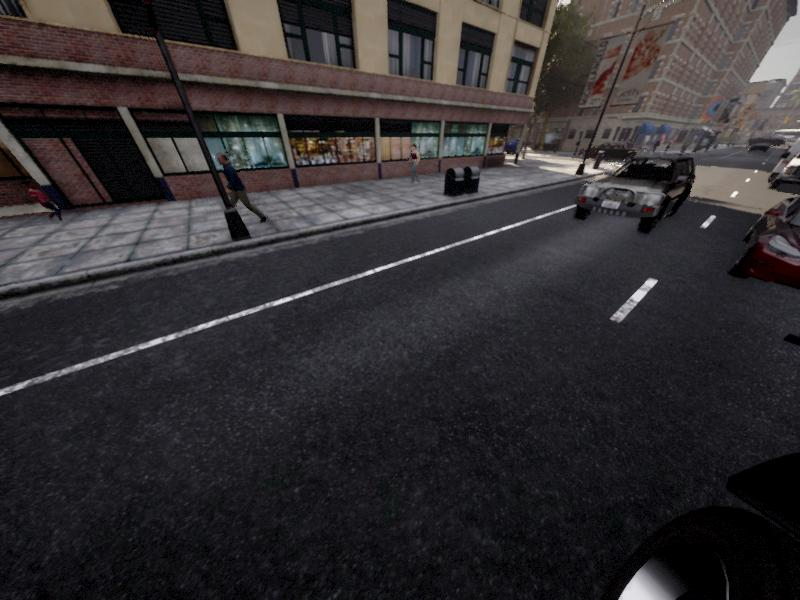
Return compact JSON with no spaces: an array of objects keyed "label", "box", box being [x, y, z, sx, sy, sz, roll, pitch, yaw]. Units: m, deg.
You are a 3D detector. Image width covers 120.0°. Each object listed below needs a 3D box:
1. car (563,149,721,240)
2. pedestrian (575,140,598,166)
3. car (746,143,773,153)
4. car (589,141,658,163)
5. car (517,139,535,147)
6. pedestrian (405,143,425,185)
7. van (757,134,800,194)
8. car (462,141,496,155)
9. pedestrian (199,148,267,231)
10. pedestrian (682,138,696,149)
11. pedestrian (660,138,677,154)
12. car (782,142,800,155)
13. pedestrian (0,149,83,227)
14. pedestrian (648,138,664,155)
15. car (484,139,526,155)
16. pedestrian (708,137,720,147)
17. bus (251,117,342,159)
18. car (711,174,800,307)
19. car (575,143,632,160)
[{"label":"car","box":[7.663,-3.577,7.327,4.605,1.855,1.932,-23,41,-29]},{"label":"pedestrian","box":[16.280,-12.889,20.216,0.751,1.860,0.751,-23,41,-29]},{"label":"car","box":[60.421,-25.571,38.760,4.718,1.301,1.895,-23,41,-29]},{"label":"car","box":[23.542,-15.842,24.666,1.932,1.855,4.605,-14,37,-20]},{"label":"car","box":[36.234,-45.093,66.347,5.238,1.638,1.930,-23,41,-29]},{"label":"pedestrian","box":[0.757,-7.117,12.107,0.751,1.860,0.751,-16,38,-21]},{"label":"van","box":[21.371,-7.087,11.758,6.366,2.431,2.351,-23,41,-29]},{"label":"car","box":[12.637,-24.590,37.225,4.553,1.767,2.097,29,44,35]},{"label":"pedestrian","box":[-4.429,-2.967,6.243,0.751,1.860,0.751,-30,45,-35]},{"label":"pedestrian","box":[56.201,-30.457,44.939,0.751,1.860,0.751,-20,40,-26]},{"label":"pedestrian","box":[38.103,-21.814,32.766,0.751,1.860,0.751,-25,42,-31]},{"label":"car","box":[59.681,-22.825,34.743,4.674,1.442,1.812,-23,41,-29]},{"label":"pedestrian","box":[-10.424,-3.162,6.555,0.751,1.860,0.751,-23,41,-29]},{"label":"pedestrian","box":[35.342,-21.169,31.867,0.751,1.860,0.751,28,44,34]},{"label":"car","box":[16.929,-24.983,37.538,2.150,2.045,5.566,-23,41,-29]},{"label":"pedestrian","box":[74.644,-37.538,54.889,0.751,1.860,0.751,-23,41,-29]},{"label":"bus","box":[-13.988,-22.530,32.320,10.273,4.253,3.944,-23,41,-29]},{"label":"car","box":[8.451,-1.254,4.370,4.792,1.488,2.163,-23,41,-29]},{"label":"car","box":[25.287,-18.617,28.887,5.008,1.535,1.882,29,45,34]}]
